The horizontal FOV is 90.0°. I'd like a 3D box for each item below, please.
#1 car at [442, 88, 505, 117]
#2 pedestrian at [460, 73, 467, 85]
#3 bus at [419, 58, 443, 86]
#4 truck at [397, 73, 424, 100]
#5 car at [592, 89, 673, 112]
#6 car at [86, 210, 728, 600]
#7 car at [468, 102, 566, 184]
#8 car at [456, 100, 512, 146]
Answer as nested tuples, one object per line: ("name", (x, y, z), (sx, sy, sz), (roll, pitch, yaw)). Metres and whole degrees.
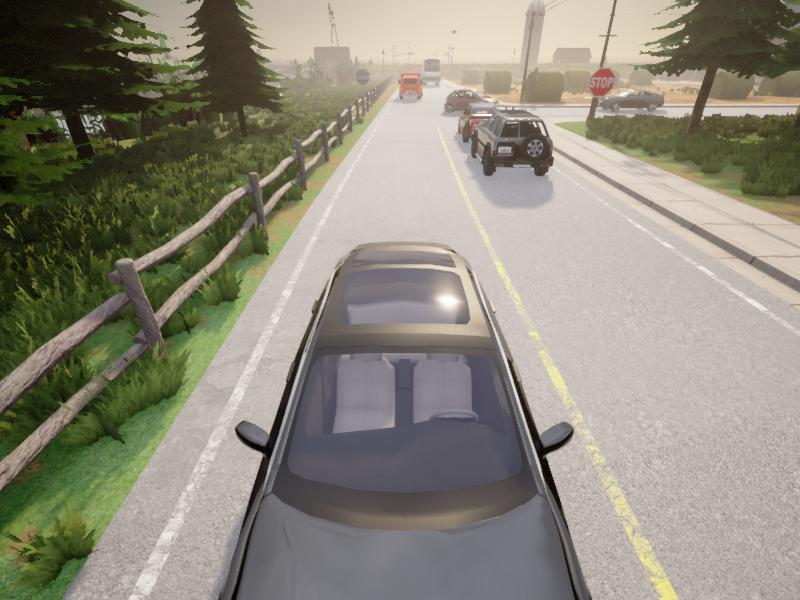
("car", (5.281, -14.427, 29.163), (3.988, 1.617, 1.851), (19, 35, 29))
("pedestrian", (11.580, -40.541, 73.258), (0.751, 1.860, 0.751), (26, 39, 37))
("bus", (5.581, -42.419, 74.442), (3.944, 4.253, 10.273), (1, 30, 1))
("truck", (1.100, -22.805, 42.634), (2.627, 2.467, 5.204), (1, 30, 1))
("car", (18.224, -15.778, 31.610), (4.902, 1.511, 2.128), (-1, 30, -1))
("car", (0.030, 0.758, 3.240), (2.128, 1.511, 4.902), (0, 30, 0))
("car", (3.647, -5.438, 13.459), (1.932, 1.855, 4.605), (1, 30, 1))
("car", (3.869, -8.580, 19.190), (2.007, 1.525, 4.514), (2, 30, 3))
